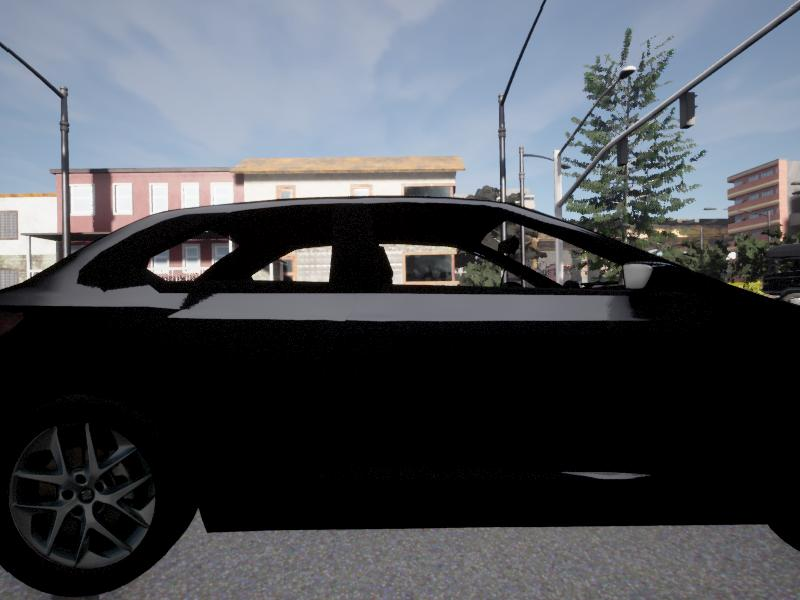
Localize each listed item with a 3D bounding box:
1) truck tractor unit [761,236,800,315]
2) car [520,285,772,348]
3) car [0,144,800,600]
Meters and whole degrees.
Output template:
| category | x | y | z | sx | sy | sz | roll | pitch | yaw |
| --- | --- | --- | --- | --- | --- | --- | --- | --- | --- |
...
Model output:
| category | x | y | z | sx | sy | sz | roll | pitch | yaw |
| --- | --- | --- | --- | --- | --- | --- | --- | --- | --- |
| truck tractor unit | 23.596 | -1.342 | 21.265 | 6.516 | 4.208 | 3.053 | -1 | 0 | 42 |
| car | 5.432 | 0.343 | 9.300 | 4.718 | 1.301 | 1.895 | 0 | 0 | -1 |
| car | 0.342 | 0.254 | 2.184 | 4.193 | 1.474 | 1.816 | 0 | 0 | -1 |
